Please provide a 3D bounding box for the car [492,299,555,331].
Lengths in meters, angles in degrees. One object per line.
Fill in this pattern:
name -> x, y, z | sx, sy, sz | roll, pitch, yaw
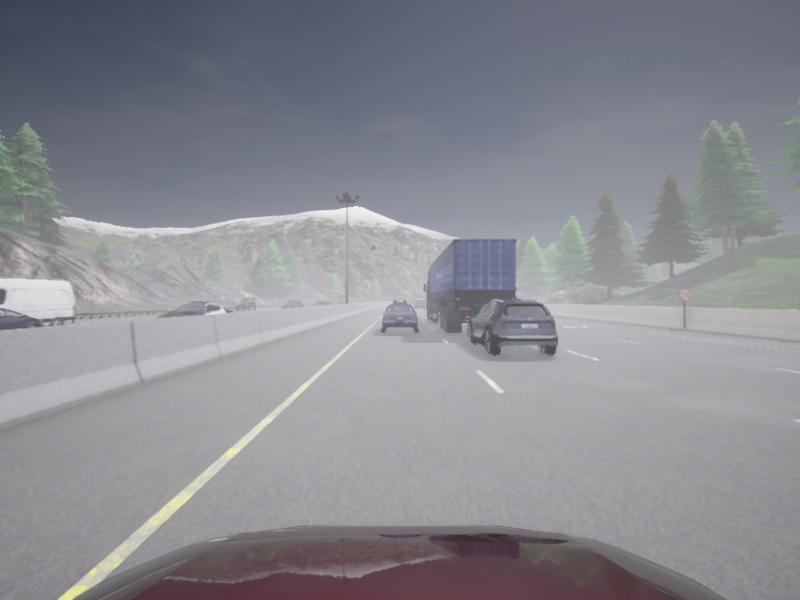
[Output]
car -> 6.999, 0.783, 23.341 | 2.152, 1.651, 5.027 | 0, 0, 0

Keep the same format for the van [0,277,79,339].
van -> -17.506, 0.322, 17.589 | 1.988, 2.561, 5.915 | 0, 0, 0

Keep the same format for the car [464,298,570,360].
car -> 3.496, 0.779, 13.059 | 2.033, 1.649, 4.856 | 0, 0, 0

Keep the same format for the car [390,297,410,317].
car -> 0.000, 0.656, 39.969 | 1.932, 1.855, 4.605 | 0, 0, 0

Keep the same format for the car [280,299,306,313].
car -> -14.002, 0.698, 52.563 | 2.097, 1.767, 4.553 | 0, 0, 0

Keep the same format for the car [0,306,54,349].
car -> -14.002, 0.907, 12.957 | 1.994, 1.385, 4.181 | 0, 0, 0

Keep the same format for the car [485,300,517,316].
car -> 10.496, 0.781, 41.926 | 2.033, 1.649, 4.856 | 0, 0, 0

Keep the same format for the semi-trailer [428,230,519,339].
semi-trailer -> 3.482, -0.616, 23.288 | 2.717, 4.402, 14.254 | 0, 0, 0

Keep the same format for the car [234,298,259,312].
car -> -21.005, 0.651, 54.943 | 1.905, 1.878, 3.866 | 0, 0, 0

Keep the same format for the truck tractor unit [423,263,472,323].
truck tractor unit -> 3.500, -0.520, 31.202 | 3.053, 4.208, 6.516 | 0, 0, 0

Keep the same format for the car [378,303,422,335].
car -> 0.000, 0.896, 21.076 | 2.033, 1.411, 5.357 | 0, 0, 0

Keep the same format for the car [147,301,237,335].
car -> -10.502, 0.826, 20.722 | 2.038, 1.542, 4.974 | 0, 0, 0
